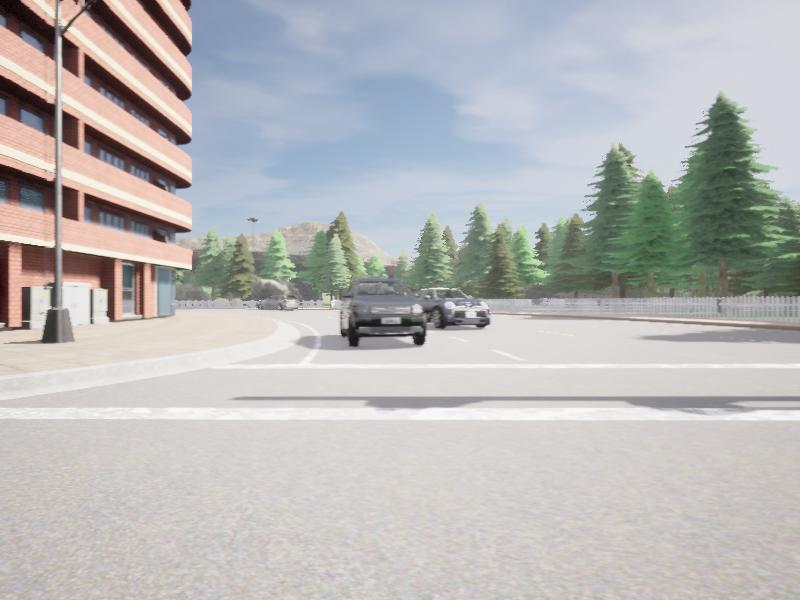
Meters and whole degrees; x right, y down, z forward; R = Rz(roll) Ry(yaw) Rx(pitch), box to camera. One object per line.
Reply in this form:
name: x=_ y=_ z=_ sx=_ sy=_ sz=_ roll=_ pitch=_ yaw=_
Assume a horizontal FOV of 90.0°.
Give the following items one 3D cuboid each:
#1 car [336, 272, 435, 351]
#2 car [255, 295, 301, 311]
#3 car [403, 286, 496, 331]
car: x=-0.558 y=0.226 z=9.859 sx=1.789 sy=1.549 sz=3.705 roll=0 pitch=0 yaw=-12
car: x=-13.268 y=0.277 z=43.419 sx=4.611 sy=1.667 sz=2.242 roll=0 pitch=0 yaw=29
car: x=1.716 y=0.278 z=15.195 sx=1.970 sy=1.475 sz=3.806 roll=0 pitch=0 yaw=-21
